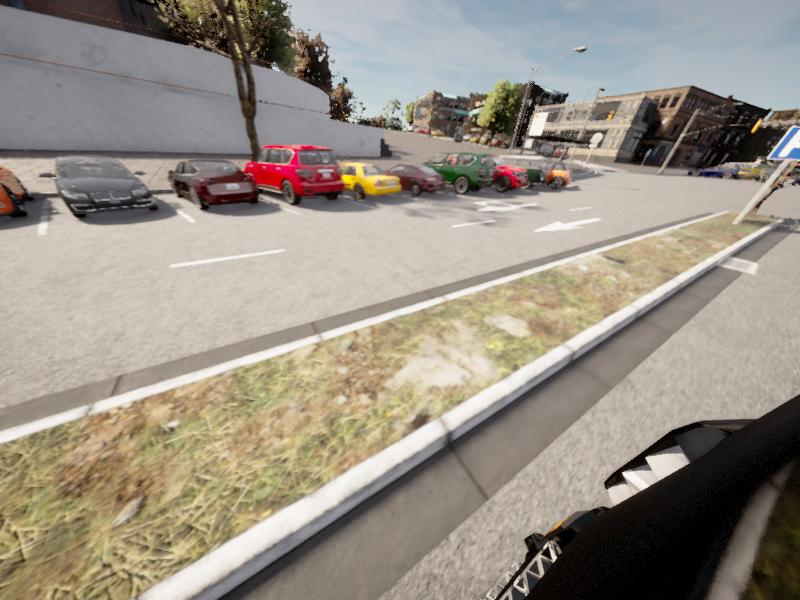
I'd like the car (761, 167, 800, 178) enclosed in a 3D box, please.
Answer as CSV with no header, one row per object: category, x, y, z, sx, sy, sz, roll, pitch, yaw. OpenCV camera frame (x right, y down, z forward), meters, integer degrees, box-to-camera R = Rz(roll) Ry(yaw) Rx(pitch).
car,72.493,-23.827,43.247,2.097,1.535,5.008,-24,41,-35

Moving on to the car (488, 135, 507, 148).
car,21.085,-34.162,49.878,1.878,1.987,4.442,32,43,28

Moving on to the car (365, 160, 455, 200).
car,0.392,-6.871,12.981,4.674,1.452,2.002,26,40,32

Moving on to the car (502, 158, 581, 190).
car,10.889,-9.917,18.051,4.553,1.767,2.185,27,40,32

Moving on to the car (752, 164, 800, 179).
car,69.715,-23.505,42.107,2.435,2.045,5.566,-24,41,-35

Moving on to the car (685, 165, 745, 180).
car,44.681,-18.273,32.963,2.163,1.488,4.792,-27,43,-37

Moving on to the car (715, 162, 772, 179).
car,53.064,-20.129,35.880,1.878,1.987,4.442,-26,42,-37

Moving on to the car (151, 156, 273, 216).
car,-7.434,-4.673,9.070,4.792,1.488,2.163,26,40,32

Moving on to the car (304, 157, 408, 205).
car,-2.354,-6.241,11.753,5.366,1.575,1.946,26,40,32

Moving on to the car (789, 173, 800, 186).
car,49.068,-14.400,27.431,4.193,1.474,1.816,-13,37,-22

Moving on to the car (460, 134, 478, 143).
car,16.718,-39.203,56.106,2.002,1.452,4.674,32,42,27

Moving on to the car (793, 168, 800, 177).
car,86.638,-26.275,47.942,2.231,1.521,4.892,-23,41,-33

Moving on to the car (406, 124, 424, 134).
car,4.754,-53.073,71.809,2.435,2.045,5.566,27,39,30

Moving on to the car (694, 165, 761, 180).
car,47.593,-18.732,33.787,1.946,1.575,5.366,-27,43,-37

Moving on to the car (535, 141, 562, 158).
car,27.045,-27.314,41.984,2.435,2.045,5.566,32,42,28

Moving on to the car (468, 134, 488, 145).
car,18.309,-37.576,54.205,1.946,1.575,5.366,32,42,28

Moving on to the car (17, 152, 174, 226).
car,-10.007,-3.948,7.741,4.892,1.521,2.231,26,40,32

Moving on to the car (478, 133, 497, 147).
car,19.612,-35.898,51.876,1.878,1.987,4.442,32,43,28

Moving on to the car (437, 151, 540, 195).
car,5.647,-8.580,15.418,5.566,2.045,2.435,26,40,32

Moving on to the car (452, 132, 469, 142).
car,15.231,-40.935,58.096,2.002,1.452,4.674,32,42,28

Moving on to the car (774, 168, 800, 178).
car,78.130,-24.832,45.161,2.097,1.535,5.008,-24,41,-34

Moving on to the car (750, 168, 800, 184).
car,48.728,-16.171,30.038,4.902,1.511,2.128,-12,36,-21

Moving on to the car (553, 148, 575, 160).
car,28.468,-25.340,40.148,2.002,1.452,4.674,32,42,28

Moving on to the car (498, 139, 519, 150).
car,22.590,-32.297,48.095,2.231,1.521,4.892,32,42,28

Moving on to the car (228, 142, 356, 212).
car,-4.825,-5.649,10.227,5.566,2.045,2.435,26,40,32

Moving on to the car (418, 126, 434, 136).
car,7.757,-49.695,67.896,2.185,1.767,4.553,30,42,27

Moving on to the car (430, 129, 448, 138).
car,10.904,-46.220,64.142,1.946,1.575,5.366,31,42,27

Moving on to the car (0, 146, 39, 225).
car,-12.619,-3.320,6.378,4.553,1.767,2.185,26,40,32

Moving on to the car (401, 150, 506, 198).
car,2.985,-7.864,14.143,5.566,2.045,2.435,26,40,32

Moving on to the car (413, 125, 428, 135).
car,6.281,-51.398,69.914,2.185,1.767,4.553,29,40,28

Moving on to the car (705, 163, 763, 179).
car,50.198,-19.519,34.941,2.185,1.767,4.553,-26,43,-37

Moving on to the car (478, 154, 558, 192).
car,8.330,-9.253,16.676,4.442,1.987,1.878,26,40,32

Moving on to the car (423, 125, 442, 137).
car,9.300,-48.058,65.832,2.435,2.045,5.566,31,42,27

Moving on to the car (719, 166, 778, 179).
car,55.739,-20.565,37.140,2.231,1.521,4.892,-26,42,-37
